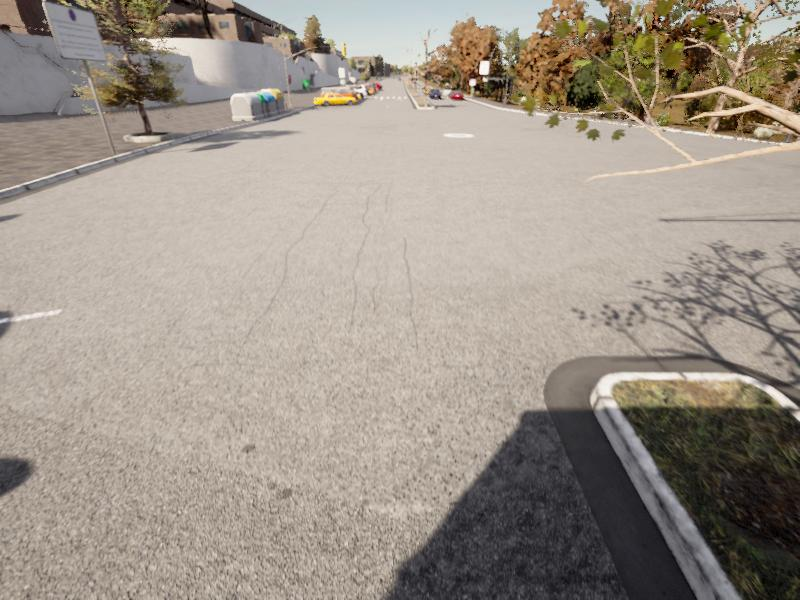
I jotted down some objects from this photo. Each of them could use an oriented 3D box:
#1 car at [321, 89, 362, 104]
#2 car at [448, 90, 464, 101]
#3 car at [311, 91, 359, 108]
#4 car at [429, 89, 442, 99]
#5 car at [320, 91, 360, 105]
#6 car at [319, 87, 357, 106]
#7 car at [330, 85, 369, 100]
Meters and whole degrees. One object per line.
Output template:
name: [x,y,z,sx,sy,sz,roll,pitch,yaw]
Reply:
car: [-8.233,-28.823,56.618,5.366,1.575,1.946,-11,31,-17]
car: [8.837,-32.444,63.311,1.994,1.385,4.181,0,29,0]
car: [-7.888,-24.550,48.908,5.366,1.575,1.946,-11,30,-17]
car: [5.835,-34.473,66.880,1.816,1.474,4.193,0,29,0]
car: [-8.085,-27.374,54.071,4.792,1.488,2.163,-11,31,-17]
car: [-7.954,-26.179,51.387,4.442,1.987,1.878,-11,30,-17]
car: [-8.088,-33.399,64.369,5.566,2.045,2.435,-11,31,-17]
